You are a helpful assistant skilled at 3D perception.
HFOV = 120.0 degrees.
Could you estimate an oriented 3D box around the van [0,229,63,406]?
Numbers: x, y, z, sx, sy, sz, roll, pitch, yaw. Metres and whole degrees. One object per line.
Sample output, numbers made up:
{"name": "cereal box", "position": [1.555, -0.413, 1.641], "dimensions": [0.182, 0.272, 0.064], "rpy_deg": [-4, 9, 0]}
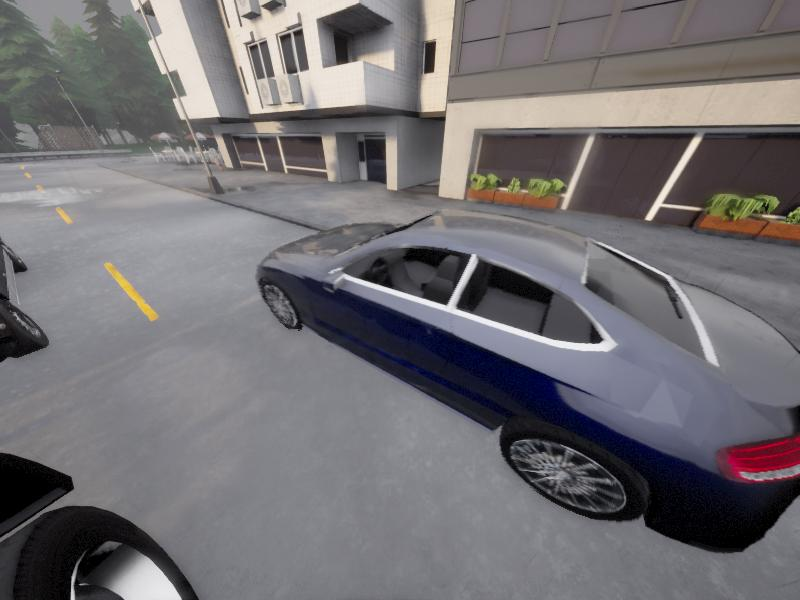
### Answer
{"name": "van", "position": [-6.845, -0.658, 2.608], "dimensions": [5.915, 2.561, 1.988], "rpy_deg": [22, 40, 28]}

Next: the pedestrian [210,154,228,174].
{"name": "pedestrian", "position": [-12.669, -9.508, 16.149], "dimensions": [0.500, 1.100, 0.500], "rpy_deg": [24, 41, 29]}

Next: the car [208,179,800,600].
{"name": "car", "position": [0.434, -0.145, 2.716], "dimensions": [5.027, 1.651, 2.152], "rpy_deg": [22, 41, 28]}
